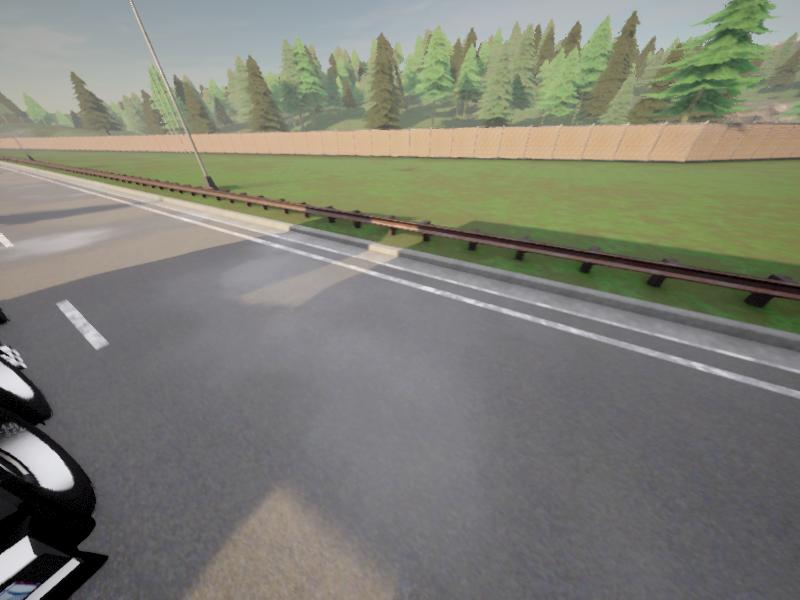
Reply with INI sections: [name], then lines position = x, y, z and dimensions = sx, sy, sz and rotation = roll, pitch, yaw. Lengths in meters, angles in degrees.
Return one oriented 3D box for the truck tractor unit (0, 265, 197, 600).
[truck tractor unit]
position = -5.114, -0.297, 0.778
dimensions = 6.516, 4.208, 3.053
rotation = 18, 39, 24
